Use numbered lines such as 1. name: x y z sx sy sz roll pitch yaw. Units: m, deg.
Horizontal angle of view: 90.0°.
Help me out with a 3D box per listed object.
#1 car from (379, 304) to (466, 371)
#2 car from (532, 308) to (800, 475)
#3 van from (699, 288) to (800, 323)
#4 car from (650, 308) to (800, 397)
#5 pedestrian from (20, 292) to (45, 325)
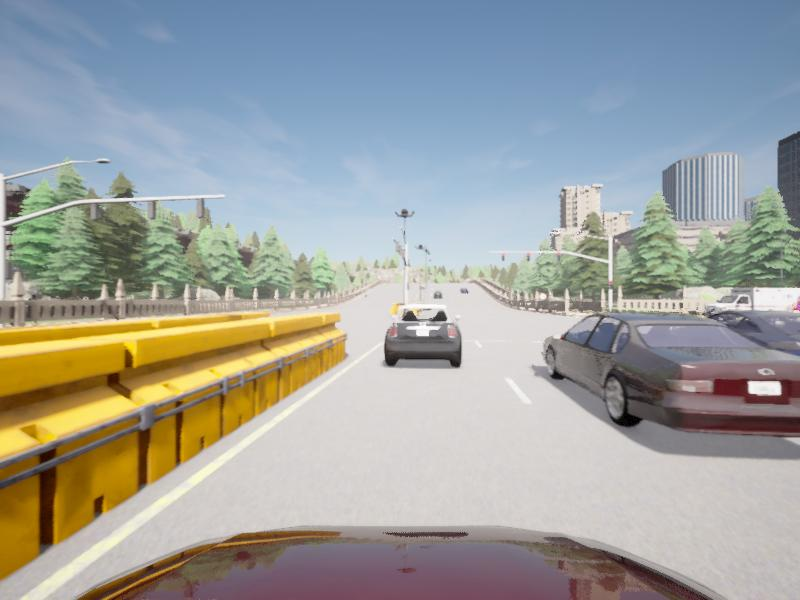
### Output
1. car: 0.699 0.852 10.984 1.970 1.475 3.806 0 0 6
2. car: 3.747 0.894 6.342 2.033 1.411 5.357 0 0 6
3. van: 25.517 0.379 28.613 6.366 2.431 2.351 0 0 6
4. car: 7.489 0.908 8.574 1.994 1.385 4.181 0 0 6
5. pedestrian: -20.741 0.477 22.590 0.751 1.860 0.751 0 0 7
